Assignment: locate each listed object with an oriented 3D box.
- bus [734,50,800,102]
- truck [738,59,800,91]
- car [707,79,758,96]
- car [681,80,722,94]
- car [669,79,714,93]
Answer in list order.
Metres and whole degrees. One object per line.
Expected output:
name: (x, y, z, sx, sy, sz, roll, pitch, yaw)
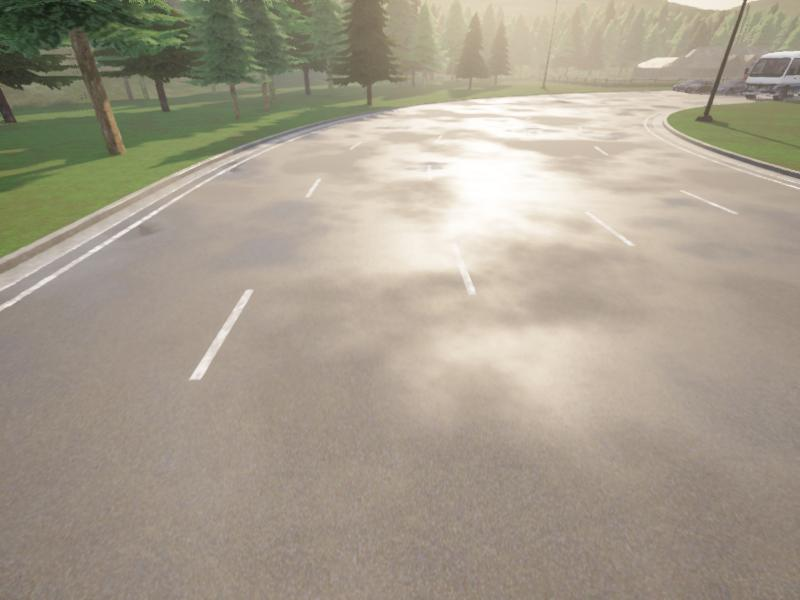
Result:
bus: (40.606, -22.974, 41.013, 10.273, 4.253, 3.944, -11, 32, -18)
truck: (53.300, -31.735, 56.399, 8.468, 3.827, 2.891, -6, 31, -10)
car: (39.816, -25.493, 47.943, 4.856, 1.649, 2.033, -11, 32, -18)
car: (38.201, -26.996, 50.696, 4.193, 1.474, 1.816, -11, 32, -18)
car: (39.471, -29.048, 54.218, 4.792, 1.488, 2.163, -9, 31, -15)
